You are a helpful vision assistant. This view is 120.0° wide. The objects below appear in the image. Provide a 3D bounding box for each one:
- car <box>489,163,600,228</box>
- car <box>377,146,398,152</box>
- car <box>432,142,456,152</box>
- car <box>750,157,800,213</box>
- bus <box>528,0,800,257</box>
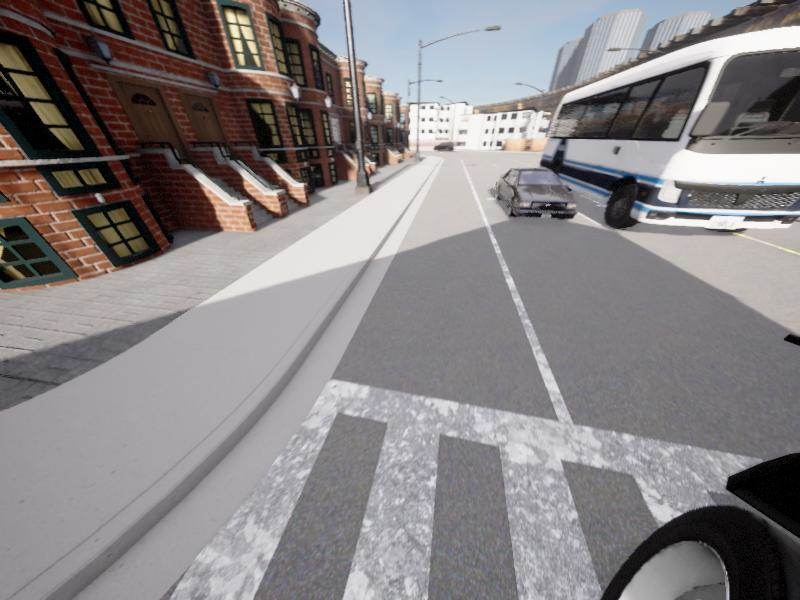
[{"bbox_3d":[5.102,-4.439,9.192,2.033,1.411,5.357,6,35,9],"label":"car"},{"bbox_3d":[-3.275,-40.988,62.650,5.357,1.411,2.033,7,35,12],"label":"car"},{"bbox_3d":[11.350,-39.514,59.646,5.566,2.045,2.150,24,41,31],"label":"car"},{"bbox_3d":[15.261,-3.276,7.074,1.930,1.638,5.238,6,35,10],"label":"car"},{"bbox_3d":[8.828,-5.819,8.595,3.944,4.253,10.273,6,36,9],"label":"bus"}]
